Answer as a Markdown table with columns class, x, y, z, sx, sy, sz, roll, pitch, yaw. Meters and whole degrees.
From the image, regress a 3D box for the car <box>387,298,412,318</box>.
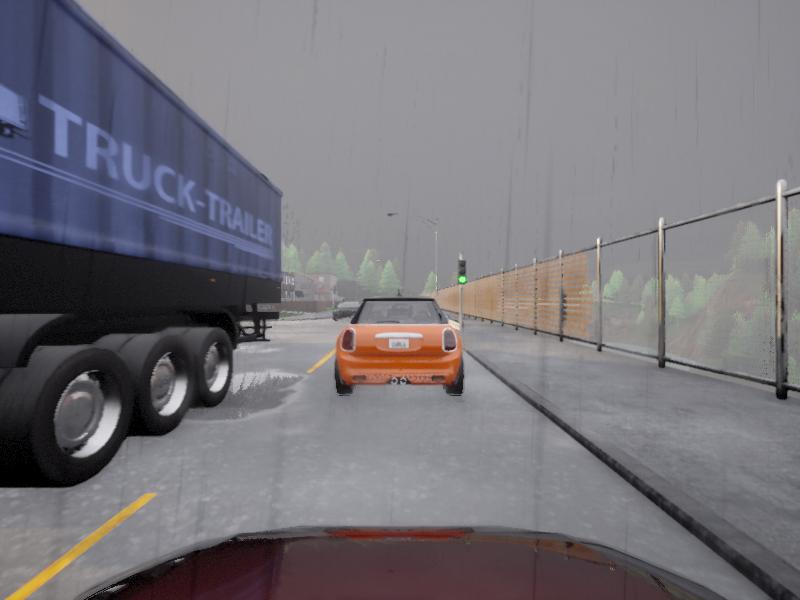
| class | x | y | z | sx | sy | sz | roll | pitch | yaw |
| --- | --- | --- | --- | --- | --- | --- | --- | --- | --- |
| car | 0.041 | 0.714 | 36.822 | 2.097 | 1.767 | 4.553 | 0 | 0 | 3 |

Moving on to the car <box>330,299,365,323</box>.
| class | x | y | z | sx | sy | sz | roll | pitch | yaw |
| --- | --- | --- | --- | --- | --- | --- | --- | --- | --- |
| car | -3.895 | 0.788 | 30.610 | 1.930 | 1.638 | 5.238 | 0 | 0 | 0 |

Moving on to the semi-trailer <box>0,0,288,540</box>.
| class | x | y | z | sx | sy | sz | roll | pitch | yaw |
| --- | --- | --- | --- | --- | --- | --- | --- | --- | --- |
| semi-trailer | -3.995 | -0.616 | 2.171 | 2.717 | 4.402 | 14.254 | 0 | 0 | 0 |

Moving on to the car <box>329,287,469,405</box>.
| class | x | y | z | sx | sy | sz | roll | pitch | yaw |
| --- | --- | --- | --- | --- | --- | --- | --- | --- | --- |
| car | 0.001 | 0.698 | 8.300 | 2.097 | 1.767 | 4.553 | 0 | 0 | 0 |
